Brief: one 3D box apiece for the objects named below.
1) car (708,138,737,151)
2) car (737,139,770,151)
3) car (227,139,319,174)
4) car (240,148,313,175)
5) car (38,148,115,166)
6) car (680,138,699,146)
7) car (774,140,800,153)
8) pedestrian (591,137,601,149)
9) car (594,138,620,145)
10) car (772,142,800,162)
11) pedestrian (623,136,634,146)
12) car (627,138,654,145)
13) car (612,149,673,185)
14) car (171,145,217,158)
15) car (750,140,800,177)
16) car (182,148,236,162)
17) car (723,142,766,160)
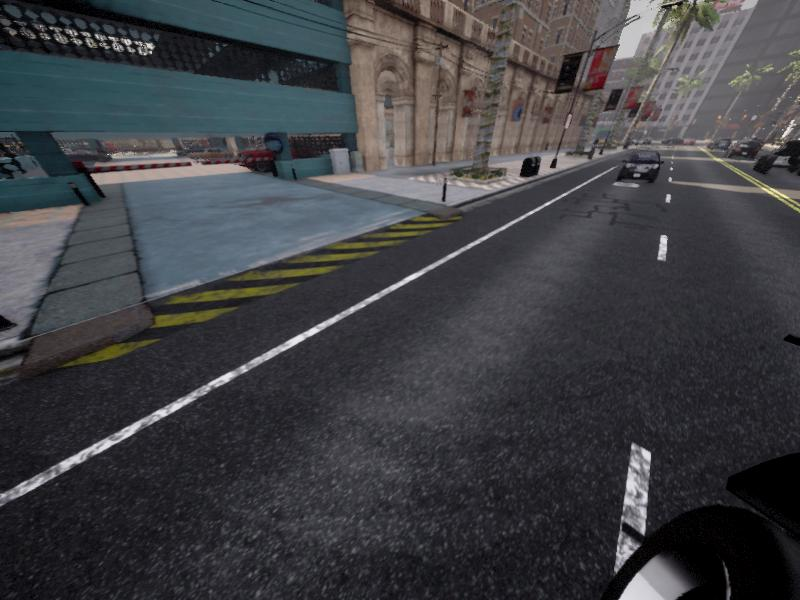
[{"bbox_3d":[54.722,-26.465,39.273,2.033,1.649,4.856,29,45,35],"label":"car"},{"bbox_3d":[58.439,-25.754,38.281,2.038,1.542,4.974,29,45,35],"label":"car"},{"bbox_3d":[-9.843,-11.556,18.435,2.435,2.045,5.566,29,45,35],"label":"car"},{"bbox_3d":[-9.799,-11.260,18.694,2.007,1.523,4.514,29,45,35],"label":"car"},{"bbox_3d":[-36.841,-16.513,26.551,2.128,1.511,4.902,29,45,35],"label":"car"},{"bbox_3d":[68.061,-37.128,54.356,2.163,1.488,4.792,29,45,35],"label":"car"},{"bbox_3d":[56.390,-21.918,32.901,2.163,1.488,4.792,29,45,35],"label":"car"},{"bbox_3d":[36.878,-29.556,43.467,0.751,1.860,0.751,29,45,35],"label":"pedestrian"},{"bbox_3d":[60.943,-46.753,68.095,5.366,1.575,1.801,29,45,35],"label":"car"},{"bbox_3d":[39.863,-14.801,22.995,1.882,1.535,5.008,29,45,35],"label":"car"},{"bbox_3d":[53.345,-37.099,53.928,0.751,1.860,0.751,-8,36,-11],"label":"pedestrian"},{"bbox_3d":[66.512,-43.958,64.064,4.974,1.542,2.038,25,42,31],"label":"car"},{"bbox_3d":[14.290,-7.998,13.748,1.845,1.501,3.633,25,43,32],"label":"car"},{"bbox_3d":[-31.718,-22.949,35.697,2.161,1.482,4.786,29,45,35],"label":"car"},{"bbox_3d":[26.107,-9.567,15.468,1.905,1.878,3.866,29,44,35],"label":"car"},{"bbox_3d":[-23.687,-18.155,28.821,1.895,1.301,4.718,29,45,35],"label":"car"},{"bbox_3d":[38.266,-16.690,25.794,1.812,1.442,4.674,29,45,35],"label":"car"}]
